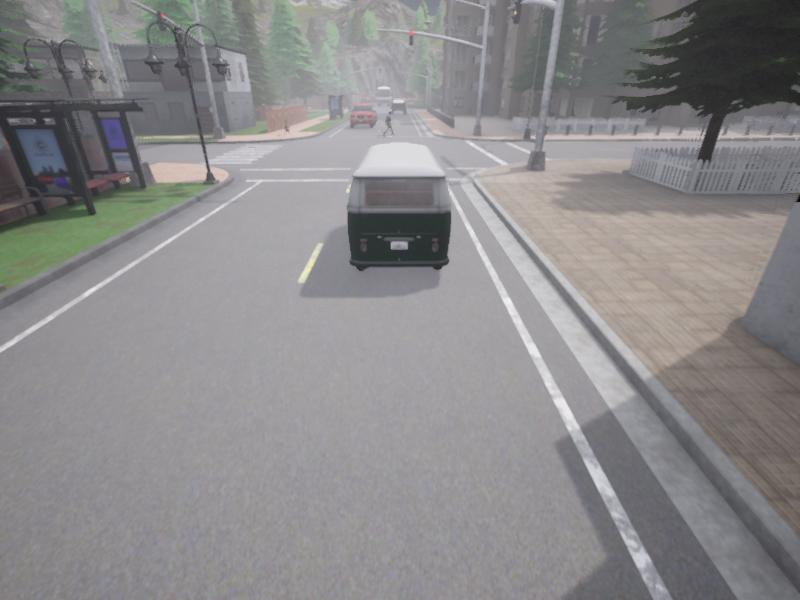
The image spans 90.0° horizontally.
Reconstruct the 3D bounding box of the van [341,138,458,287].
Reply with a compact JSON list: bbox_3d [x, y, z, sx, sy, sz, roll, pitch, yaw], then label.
[{"bbox_3d":[-0.020,-2.139,8.490,1.775,1.987,4.442,0,27,0],"label":"van"}]

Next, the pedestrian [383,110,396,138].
[{"bbox_3d":[-0.774,-13.070,29.654,0.751,1.860,0.751,4,28,9],"label":"pedestrian"}]

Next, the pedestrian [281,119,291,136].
[{"bbox_3d":[-8.332,-12.546,29.157,0.500,1.100,0.500,-3,28,-5],"label":"pedestrian"}]

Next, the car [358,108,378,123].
[{"bbox_3d":[-3.648,-21.415,46.336,1.994,1.385,4.181,0,27,0],"label":"car"}]

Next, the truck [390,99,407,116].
[{"bbox_3d":[-0.199,-29.430,60.992,2.390,2.098,6.274,0,27,0],"label":"truck"}]

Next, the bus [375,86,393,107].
[{"bbox_3d":[-3.703,-49.555,97.466,3.944,4.253,10.273,0,27,0],"label":"bus"}]

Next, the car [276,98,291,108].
[{"bbox_3d":[-25.306,-42.928,86.985,1.932,1.855,4.605,-1,27,-1],"label":"car"}]

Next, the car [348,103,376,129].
[{"bbox_3d":[-3.623,-18.034,39.082,2.150,2.045,5.566,0,27,0],"label":"car"}]
